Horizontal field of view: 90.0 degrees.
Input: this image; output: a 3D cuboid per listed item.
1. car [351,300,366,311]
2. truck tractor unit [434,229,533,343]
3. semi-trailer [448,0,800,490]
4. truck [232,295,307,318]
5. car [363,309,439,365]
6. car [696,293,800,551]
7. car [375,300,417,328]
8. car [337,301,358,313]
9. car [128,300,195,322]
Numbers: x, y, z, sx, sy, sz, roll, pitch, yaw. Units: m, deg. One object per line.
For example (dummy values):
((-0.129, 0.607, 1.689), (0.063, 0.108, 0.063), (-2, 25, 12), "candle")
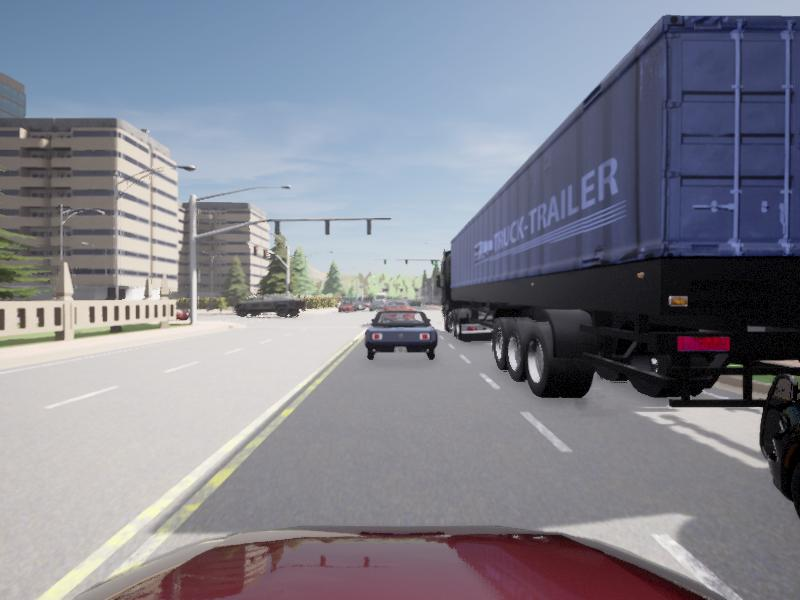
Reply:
((-6.857, 0.870, 66.630), (2.033, 1.649, 4.856), (0, 0, 0), "car")
((3.455, -0.527, 18.442), (3.053, 4.208, 6.516), (-2, 0, 0), "truck tractor unit")
((3.515, -0.614, 10.515), (2.717, 4.402, 14.254), (0, 0, 0), "semi-trailer")
((-12.163, 0.594, 37.328), (6.274, 2.098, 2.390), (0, -1, 13), "truck")
((0.030, 0.961, 12.314), (1.895, 1.301, 4.718), (0, 0, 0), "car")
((3.501, 0.773, 0.811), (1.930, 1.638, 5.238), (0, 0, 0), "car")
((-0.397, 0.816, 25.692), (2.152, 1.651, 5.027), (0, 0, -7), "car")
((-6.949, 0.902, 53.438), (2.007, 1.525, 4.514), (0, 0, 2), "car")
((-18.108, 0.830, 30.490), (3.988, 1.617, 1.851), (0, 0, 2), "car")
